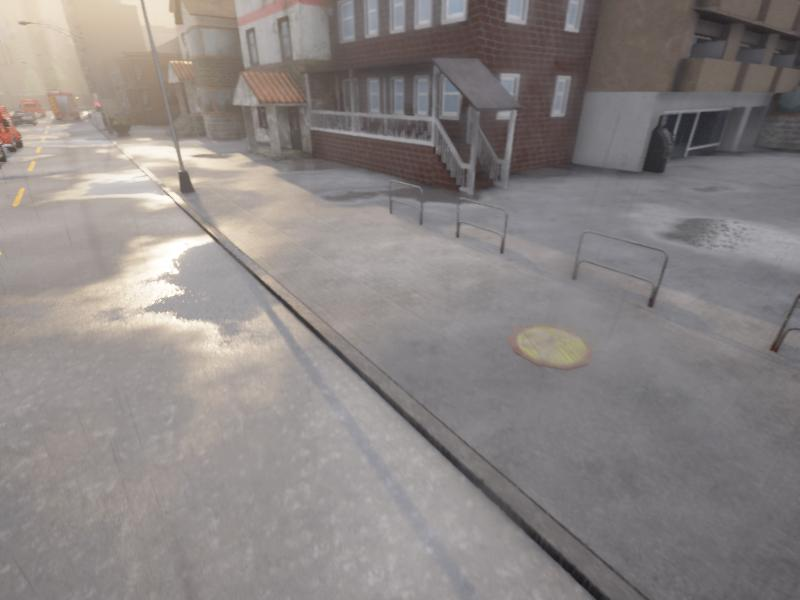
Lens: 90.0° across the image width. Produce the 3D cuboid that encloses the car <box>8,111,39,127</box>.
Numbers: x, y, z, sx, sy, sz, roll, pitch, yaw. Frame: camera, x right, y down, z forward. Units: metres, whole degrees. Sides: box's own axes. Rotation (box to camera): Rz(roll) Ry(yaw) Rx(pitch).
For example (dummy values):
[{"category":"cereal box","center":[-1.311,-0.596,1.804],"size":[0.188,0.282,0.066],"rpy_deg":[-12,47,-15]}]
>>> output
[{"category":"car","center":[-42.896,-20.707,45.677],"size":[2.033,1.411,5.357],"rpy_deg":[-19,33,-32]}]

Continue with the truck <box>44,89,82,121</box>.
[{"category":"truck","center":[-47.280,-27.472,56.223],"size":[2.891,3.827,8.468],"rpy_deg":[-19,33,-32]}]

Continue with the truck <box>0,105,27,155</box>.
[{"category":"truck","center":[-24.800,-10.266,24.055],"size":[2.627,2.467,5.204],"rpy_deg":[-19,33,-32]}]

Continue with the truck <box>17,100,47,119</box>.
[{"category":"truck","center":[-56.591,-29.453,61.611],"size":[2.627,2.467,5.204],"rpy_deg":[-19,33,-32]}]

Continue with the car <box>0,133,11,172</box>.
[{"category":"car","center":[-20.160,-7.044,18.787],"size":[2.038,1.542,4.974],"rpy_deg":[-19,33,-32]}]

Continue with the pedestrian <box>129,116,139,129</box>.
[{"category":"pedestrian","center":[-25.785,-17.177,38.773],"size":[0.500,1.100,0.500],"rpy_deg":[-21,34,-34]}]
